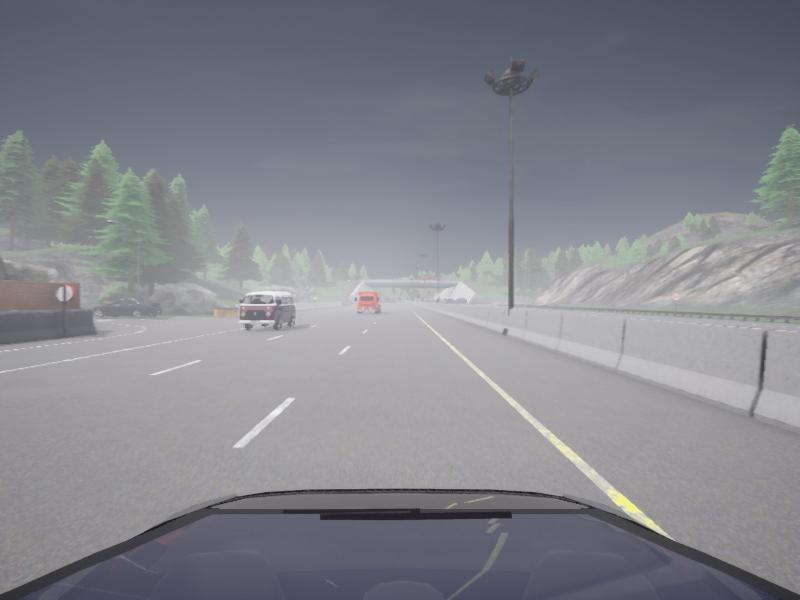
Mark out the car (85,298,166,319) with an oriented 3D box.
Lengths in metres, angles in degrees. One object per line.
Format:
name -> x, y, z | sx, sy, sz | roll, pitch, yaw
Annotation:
car -> -20.833, 0.641, 30.457 | 4.892, 1.490, 1.837 | 0, 0, 0

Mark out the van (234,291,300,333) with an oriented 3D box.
van -> -6.999, 0.572, 21.559 | 2.069, 2.038, 4.480 | 0, 0, 0

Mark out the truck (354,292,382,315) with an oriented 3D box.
truck -> -3.497, 0.354, 44.583 | 2.627, 2.467, 5.204 | 0, 0, 0
